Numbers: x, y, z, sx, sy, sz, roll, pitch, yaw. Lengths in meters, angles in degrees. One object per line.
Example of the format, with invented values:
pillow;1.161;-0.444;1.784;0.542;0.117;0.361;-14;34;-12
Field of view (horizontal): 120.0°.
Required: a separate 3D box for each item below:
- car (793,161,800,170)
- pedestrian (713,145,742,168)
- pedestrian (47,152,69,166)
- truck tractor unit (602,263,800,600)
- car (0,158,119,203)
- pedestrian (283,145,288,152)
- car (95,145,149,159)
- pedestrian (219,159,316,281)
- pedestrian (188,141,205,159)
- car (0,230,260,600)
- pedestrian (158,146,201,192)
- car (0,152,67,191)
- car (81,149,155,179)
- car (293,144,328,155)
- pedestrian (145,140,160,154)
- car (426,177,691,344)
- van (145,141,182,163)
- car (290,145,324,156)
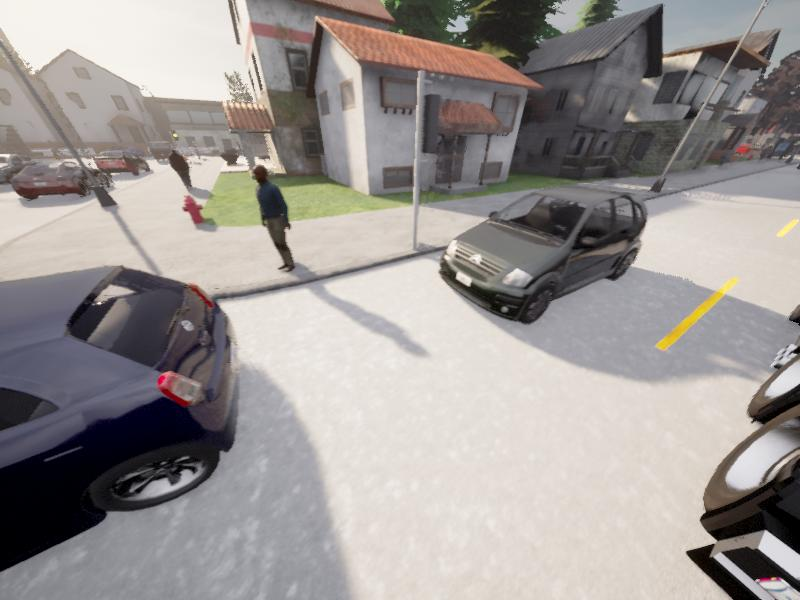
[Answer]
car;41.057;-13.538;22.490;4.514;1.525;2.007;-18;39;-24
pedestrian;32.563;-14.321;23.024;0.751;1.860;0.751;-16;38;-22
pedestrian;-31.148;-12.882;21.069;0.500;1.100;0.500;-1;35;-2
truck tractor unit;5.108;-0.303;0.785;6.516;4.208;3.053;-18;39;-24
car;-16.283;-5.953;11.225;1.994;1.385;4.181;-18;39;-24
pedestrian;-22.136;-29.168;44.560;0.500;1.100;0.500;-18;39;-24
car;-37.341;-19.993;31.133;4.193;1.474;1.816;-3;35;-5
pedestrian;-2.253;-1.407;4.157;0.751;1.860;0.751;19;39;25
pedestrian;-24.827;-18.273;28.183;0.751;1.860;0.751;21;40;27
car;-3.193;0.869;1.390;3.633;1.501;1.845;-18;39;-24
pedestrian;-10.597;-6.351;11.193;0.751;1.860;0.751;-18;39;-24
car;-22.259;-7.350;13.057;2.128;1.511;4.902;-18;39;-25
car;-20.429;-10.129;17.054;2.007;1.525;4.514;-18;39;-24
car;-16.213;-27.495;42.010;5.366;1.575;1.801;-19;39;-25
pedestrian;-39.102;-24.145;36.526;0.751;1.860;0.751;-18;39;-25
car;2.694;-1.082;4.178;3.988;1.617;1.851;-18;39;-24
van;-27.882;-17.657;27.409;1.775;1.987;4.442;-19;39;-26
car;-15.492;-24.992;38.506;4.792;1.488;2.163;-18;39;-24
